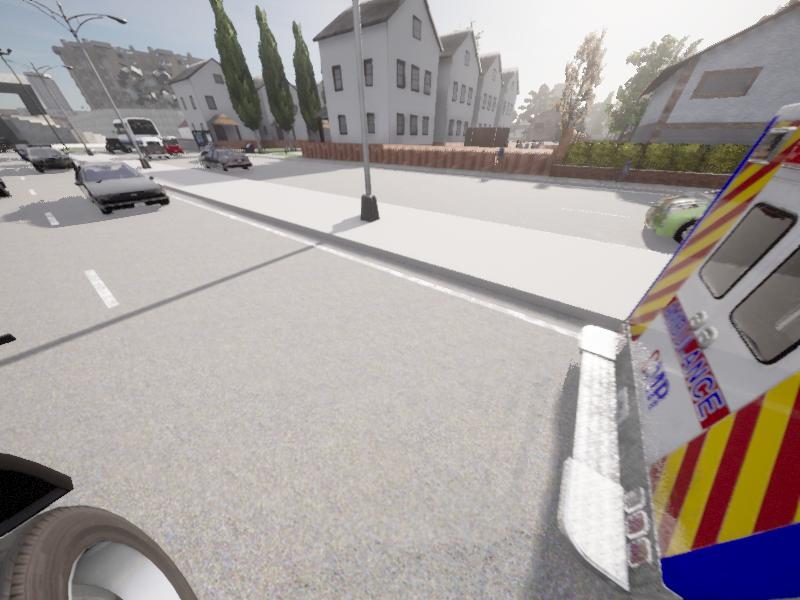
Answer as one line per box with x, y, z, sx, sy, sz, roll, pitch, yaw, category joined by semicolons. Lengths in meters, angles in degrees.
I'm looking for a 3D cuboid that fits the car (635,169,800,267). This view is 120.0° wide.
8.944;-1.912;5.372;4.514;1.525;2.007;22;40;27;car

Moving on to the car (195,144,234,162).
-19.970;-15.873;24.855;3.633;1.501;1.845;24;41;29;car

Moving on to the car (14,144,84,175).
-25.681;-10.362;16.897;5.238;1.638;1.930;22;41;28;car

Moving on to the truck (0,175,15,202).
-19.252;-5.468;9.632;6.274;2.098;2.390;22;41;27;truck

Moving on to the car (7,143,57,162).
-38.899;-15.658;24.405;4.792;1.488;2.163;22;41;28;car

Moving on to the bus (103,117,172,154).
-41.148;-25.704;36.205;10.273;4.253;3.944;23;41;29;bus

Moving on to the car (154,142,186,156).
-31.496;-20.754;31.653;3.633;1.501;1.845;22;41;28;car

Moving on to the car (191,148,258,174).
-13.953;-11.136;18.323;5.357;1.411;2.033;22;41;28;car

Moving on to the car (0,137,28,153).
-57.318;-22.531;33.602;3.866;1.878;1.905;14;38;19;car

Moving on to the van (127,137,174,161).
-28.291;-17.181;26.187;4.480;2.038;2.069;23;41;28;van

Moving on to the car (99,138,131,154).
-42.368;-22.954;34.348;3.866;1.878;1.905;25;42;30;car

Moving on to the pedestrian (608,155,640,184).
12.430;-7.244;12.847;0.751;1.300;0.751;21;40;26;pedestrian

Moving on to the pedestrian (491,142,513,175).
6.807;-9.498;15.497;0.751;1.860;0.751;22;41;28;pedestrian

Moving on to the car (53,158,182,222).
-10.944;-4.461;8.900;5.357;1.411;2.033;23;41;29;car
